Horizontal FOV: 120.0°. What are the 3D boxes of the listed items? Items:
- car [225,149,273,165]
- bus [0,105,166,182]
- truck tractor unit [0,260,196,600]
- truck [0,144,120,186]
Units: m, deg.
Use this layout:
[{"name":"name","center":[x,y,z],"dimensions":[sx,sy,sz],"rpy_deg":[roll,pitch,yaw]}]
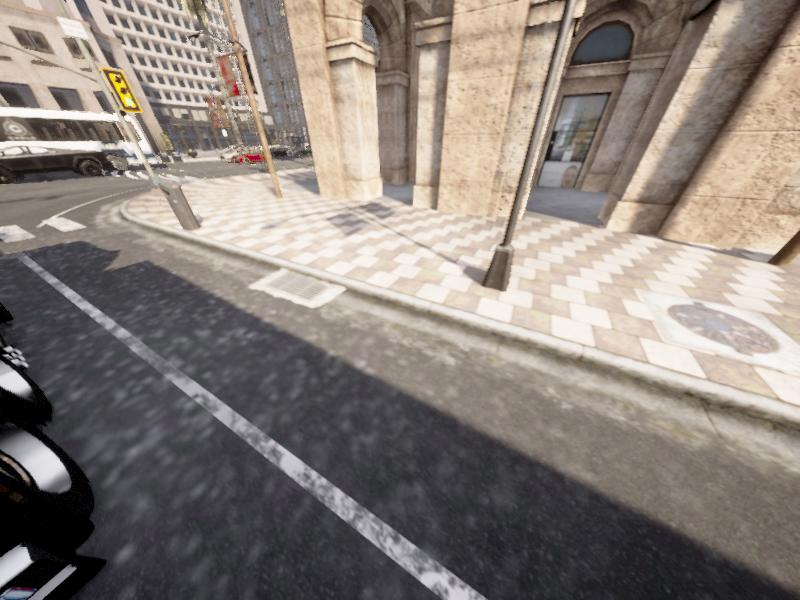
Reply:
[{"name":"car","center":[-17.703,-16.940,27.313],"dimensions":[1.994,1.385,4.181],"rpy_deg":[17,38,23]},{"name":"bus","center":[-26.886,-12.376,18.305],"dimensions":[3.944,4.253,10.273],"rpy_deg":[17,38,23]},{"name":"truck tractor unit","center":[-5.102,-0.310,0.793],"dimensions":[6.516,4.208,3.053],"rpy_deg":[19,39,25]},{"name":"truck","center":[-24.919,-9.513,16.052],"dimensions":[2.390,2.098,6.274],"rpy_deg":[17,38,23]}]
